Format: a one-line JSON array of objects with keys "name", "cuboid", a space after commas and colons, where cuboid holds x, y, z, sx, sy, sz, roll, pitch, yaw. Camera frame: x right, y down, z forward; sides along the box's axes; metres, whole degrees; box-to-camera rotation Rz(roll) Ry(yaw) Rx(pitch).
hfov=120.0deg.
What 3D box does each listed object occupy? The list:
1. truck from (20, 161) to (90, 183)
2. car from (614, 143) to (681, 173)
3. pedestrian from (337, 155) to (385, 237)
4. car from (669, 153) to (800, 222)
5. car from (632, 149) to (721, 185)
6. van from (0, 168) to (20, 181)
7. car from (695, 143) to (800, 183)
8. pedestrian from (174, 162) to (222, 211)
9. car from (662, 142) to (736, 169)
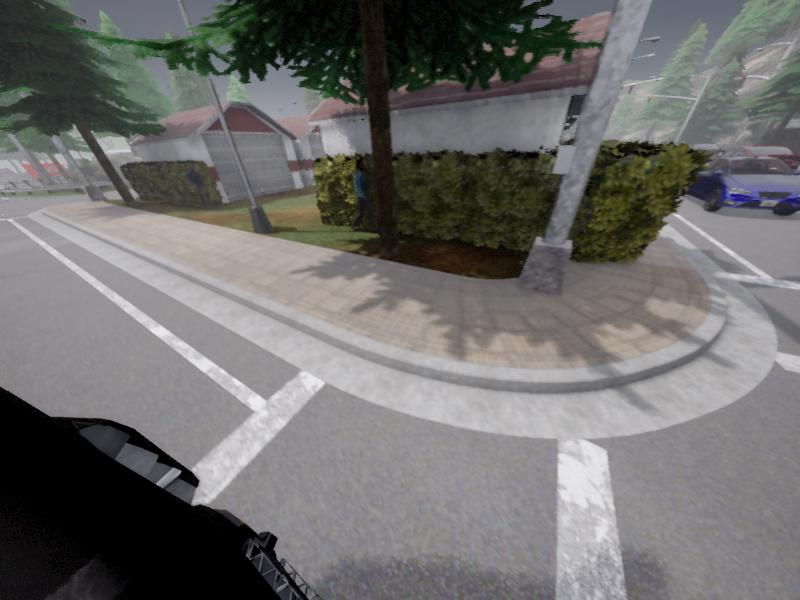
[{"name": "truck", "cuboid": [-52.292, -19.566, 35.208, 2.627, 2.467, 5.204, 16, 38, 26]}, {"name": "car", "cuboid": [18.384, -10.851, 17.520, 2.152, 1.651, 5.027, 16, 38, 26]}, {"name": "pedestrian", "cuboid": [-0.982, -2.771, 6.191, 0.751, 1.860, 0.751, 13, 37, 22]}, {"name": "car", "cuboid": [11.571, -4.035, 7.912, 1.816, 1.474, 4.193, 16, 38, 26]}, {"name": "car", "cuboid": [15.239, -7.601, 13.096, 1.994, 1.385, 4.181, 16, 38, 27]}, {"name": "van", "cuboid": [-75.624, -23.302, 43.028, 1.775, 1.987, 4.442, 16, 38, 26]}, {"name": "car", "cuboid": [19.124, -7.661, 12.740, 1.882, 1.535, 5.008, 16, 38, 26]}, {"name": "pedestrian", "cuboid": [-9.000, -5.079, 10.353, 0.751, 1.860, 0.751, 17, 38, 27]}, {"name": "car", "cuboid": [22.836, -11.321, 17.968, 1.882, 1.535, 5.008, 16, 38, 26]}]
